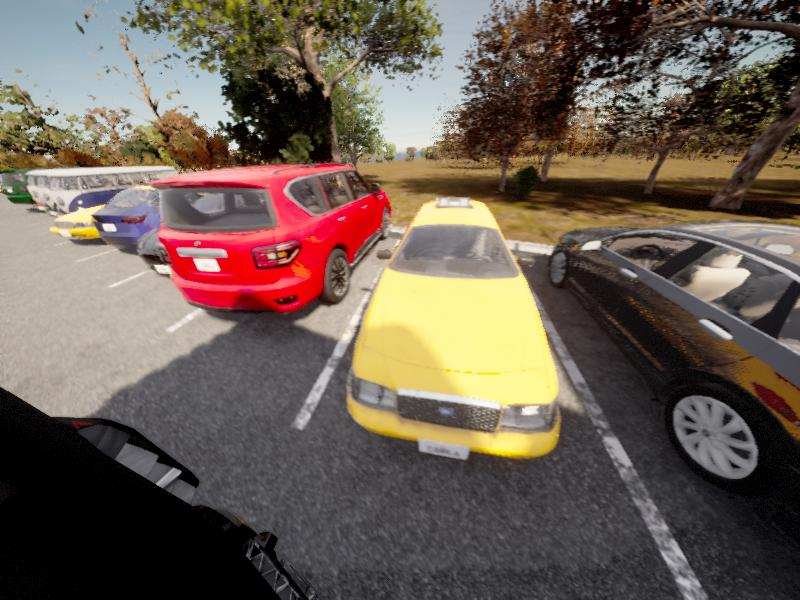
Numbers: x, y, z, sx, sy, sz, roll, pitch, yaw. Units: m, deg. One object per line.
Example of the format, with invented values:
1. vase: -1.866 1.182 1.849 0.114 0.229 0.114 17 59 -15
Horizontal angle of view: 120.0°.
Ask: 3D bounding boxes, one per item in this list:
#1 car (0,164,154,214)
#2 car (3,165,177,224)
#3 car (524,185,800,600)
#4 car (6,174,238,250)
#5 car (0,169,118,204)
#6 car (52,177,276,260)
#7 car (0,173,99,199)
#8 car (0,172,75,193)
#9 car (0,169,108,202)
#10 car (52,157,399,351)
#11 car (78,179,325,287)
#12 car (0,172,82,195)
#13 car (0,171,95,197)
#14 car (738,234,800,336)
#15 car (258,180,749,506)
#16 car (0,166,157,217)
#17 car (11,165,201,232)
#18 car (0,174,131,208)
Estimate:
1. car: -19.672 -7.013 14.229 2.435 2.045 5.566 4 33 10
2. car: -14.576 -5.413 11.474 1.878 1.987 4.442 5 33 10
3. car: 3.360 -0.050 2.452 2.231 1.521 4.892 4 33 10
4. car: -9.466 -3.687 8.888 1.946 1.575 5.366 5 33 10
5. car: -24.796 -8.377 16.897 2.185 1.767 4.553 4 33 10
6. car: -6.872 -3.026 7.762 2.163 1.488 4.792 4 33 10
7. car: -30.250 -9.856 19.820 2.163 1.488 4.792 5 33 10
8. car: -38.988 -12.473 24.370 2.231 1.521 4.892 5 33 10
9. car: -27.333 -9.162 18.273 2.185 1.767 4.553 5 33 10
10. car: -1.765 -1.763 4.965 2.435 2.045 5.566 4 33 10
11. car: -4.317 -2.245 6.389 2.163 1.488 4.792 5 33 10
12. car: -36.080 -11.608 22.849 2.231 1.521 4.892 4 33 10
13. car: -33.134 -10.856 21.492 1.946 1.575 5.366 4 33 10
14. car: 5.919 0.591 1.065 2.185 1.767 4.553 4 33 10
15. car: 0.772 -0.696 3.607 1.946 1.575 5.366 4 33 10
16. car: -17.136 -6.162 12.797 1.878 1.987 4.442 5 33 10
17. car: -12.016 -4.663 10.150 1.878 1.987 4.442 5 33 10
18. car: -22.220 -7.504 15.687 2.002 1.452 4.674 5 33 10
